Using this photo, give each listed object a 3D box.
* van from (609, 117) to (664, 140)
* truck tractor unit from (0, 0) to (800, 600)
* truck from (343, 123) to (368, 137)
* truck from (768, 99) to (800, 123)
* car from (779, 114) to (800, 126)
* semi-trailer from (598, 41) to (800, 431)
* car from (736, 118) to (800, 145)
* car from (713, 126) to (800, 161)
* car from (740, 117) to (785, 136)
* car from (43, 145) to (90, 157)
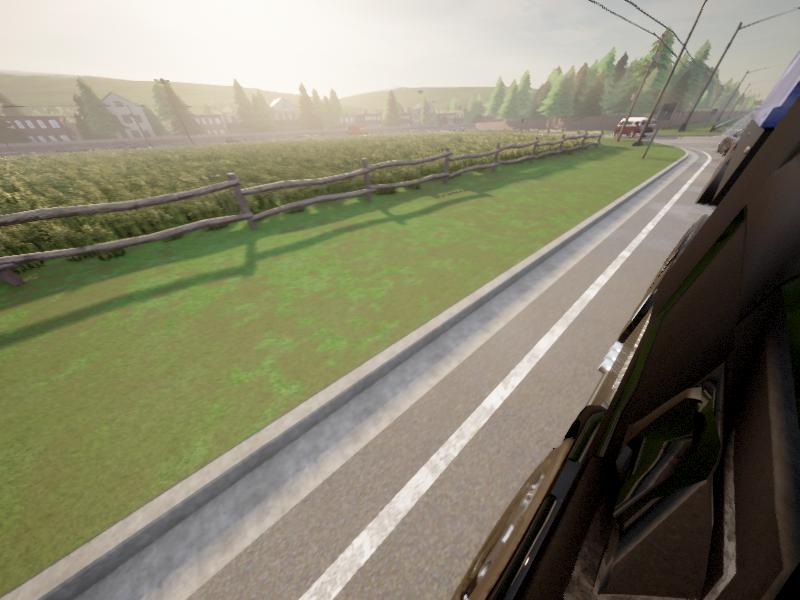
[{"bbox_3d":[28.692,-21.036,28.344,2.069,2.038,4.480,1,36,5],"label":"van"},{"bbox_3d":[2.645,-0.295,0.352,6.516,4.208,3.053,-28,44,-30],"label":"truck tractor unit"},{"bbox_3d":[-16.234,-62.705,85.362,8.468,3.827,2.891,-28,44,-30],"label":"truck"},{"bbox_3d":[85.202,-41.518,50.752,8.468,3.827,2.891,-28,44,-30],"label":"truck"},{"bbox_3d":[64.332,-29.414,37.770,3.633,1.501,1.845,-28,44,-30],"label":"car"},{"bbox_3d":[8.687,-3.605,4.251,14.254,4.402,2.717,-28,44,-30],"label":"semi-trailer"},{"bbox_3d":[30.511,-14.115,19.306,5.027,1.651,2.152,-28,44,-30],"label":"car"},{"bbox_3d":[21.098,-9.452,13.858,1.994,1.385,4.181,26,45,33],"label":"car"},{"bbox_3d":[41.256,-19.802,26.370,4.792,1.488,2.163,-28,44,-30],"label":"car"},{"bbox_3d":[-69.140,-31.043,48.091,5.238,1.638,1.930,-28,44,-30],"label":"car"}]
